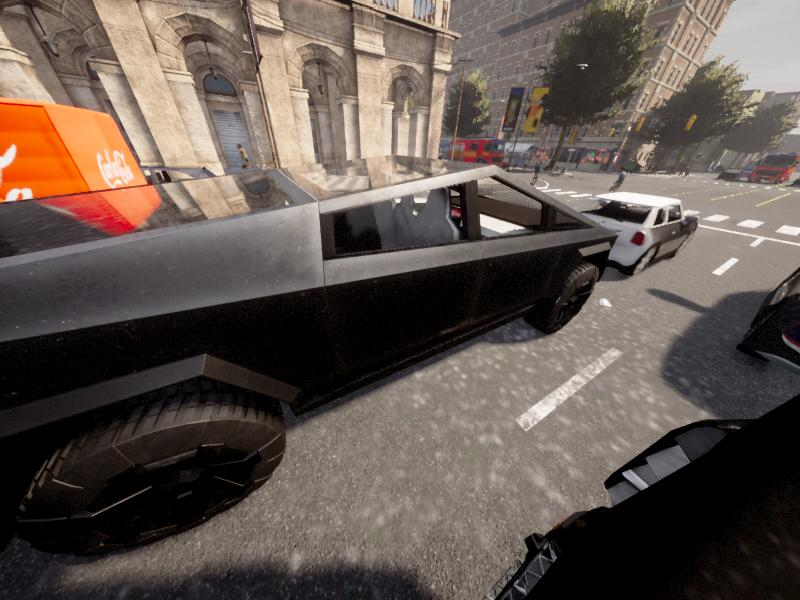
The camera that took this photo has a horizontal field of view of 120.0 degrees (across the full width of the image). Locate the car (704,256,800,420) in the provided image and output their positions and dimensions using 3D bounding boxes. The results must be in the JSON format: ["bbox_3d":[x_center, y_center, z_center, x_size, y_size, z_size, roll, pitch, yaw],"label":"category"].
[{"bbox_3d":[6.484,0.120,2.799,4.856,1.649,2.033,-16,38,-26],"label":"car"}]

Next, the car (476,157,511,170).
[{"bbox_3d":[13.992,-20.584,34.858,1.895,1.301,4.718,-16,38,-26],"label":"car"}]

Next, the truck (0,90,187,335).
[{"bbox_3d":[-6.561,-0.981,2.686,5.204,2.467,2.627,-16,38,-26],"label":"truck"}]

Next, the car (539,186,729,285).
[{"bbox_3d":[5.895,-1.891,5.917,3.806,1.475,1.970,-16,38,-26],"label":"car"}]

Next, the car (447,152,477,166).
[{"bbox_3d":[10.544,-24.230,39.630,2.097,1.767,4.553,-16,38,-26],"label":"car"}]

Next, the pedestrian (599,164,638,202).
[{"bbox_3d":[12.632,-6.771,13.395,0.751,1.860,0.751,-19,39,-29],"label":"pedestrian"}]

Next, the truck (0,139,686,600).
[{"bbox_3d":[-0.123,-0.414,2.663,6.274,2.098,2.390,-16,38,-26],"label":"truck"}]

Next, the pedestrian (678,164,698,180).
[{"bbox_3d":[39.226,-17.419,31.488,0.751,1.860,0.751,-15,38,-25],"label":"pedestrian"}]

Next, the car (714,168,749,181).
[{"bbox_3d":[51.942,-19.723,36.185,5.238,1.638,1.930,-17,38,-27],"label":"car"}]

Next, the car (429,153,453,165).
[{"bbox_3d":[6.835,-23.906,39.143,1.970,1.475,3.806,-16,38,-26],"label":"car"}]

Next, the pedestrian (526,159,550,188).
[{"bbox_3d":[10.161,-9.362,17.106,0.751,1.860,0.751,-23,41,-33],"label":"pedestrian"}]

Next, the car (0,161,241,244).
[{"bbox_3d":[-6.687,-2.797,6.259,3.633,1.501,1.845,-16,38,-26],"label":"car"}]

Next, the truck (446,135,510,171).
[{"bbox_3d":[10.716,-21.071,33.050,2.891,3.827,8.468,-16,38,-26],"label":"truck"}]

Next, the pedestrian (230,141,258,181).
[{"bbox_3d":[-8.692,-7.753,12.950,0.751,1.860,0.751,-11,36,-20],"label":"pedestrian"}]

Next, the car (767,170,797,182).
[{"bbox_3d":[67.216,-21.858,40.636,5.366,1.575,1.801,-16,38,-26],"label":"car"}]

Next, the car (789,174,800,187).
[{"bbox_3d":[54.678,-15.912,30.905,4.181,1.385,1.994,-16,38,-26],"label":"car"}]

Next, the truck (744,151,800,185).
[{"bbox_3d":[54.914,-19.234,33.704,8.468,3.827,2.891,-16,38,-26],"label":"truck"}]
